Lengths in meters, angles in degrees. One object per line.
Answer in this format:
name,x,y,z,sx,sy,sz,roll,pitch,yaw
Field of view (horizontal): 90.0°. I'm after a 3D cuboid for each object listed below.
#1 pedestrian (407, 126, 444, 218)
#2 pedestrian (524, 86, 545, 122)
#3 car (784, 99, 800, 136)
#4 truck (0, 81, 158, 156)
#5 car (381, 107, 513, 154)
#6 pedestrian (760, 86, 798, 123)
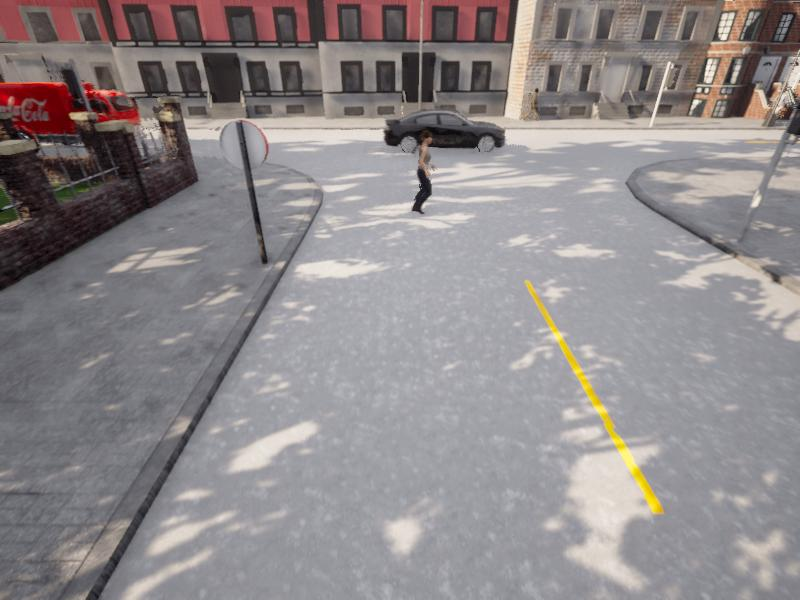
pedestrian,0.537,-2.869,9.009,0.751,1.860,0.751,0,30,0
pedestrian,8.015,-11.708,23.906,0.751,1.860,0.751,1,30,2
car,22.101,-8.957,19.708,3.988,1.617,1.851,0,30,0
truck,-13.460,-7.402,16.196,5.204,2.467,2.627,0,30,0
car,1.779,-6.956,16.359,5.008,1.535,1.882,0,30,0
pedestrian,22.203,-11.441,23.447,0.751,1.860,0.751,-9,32,-16
